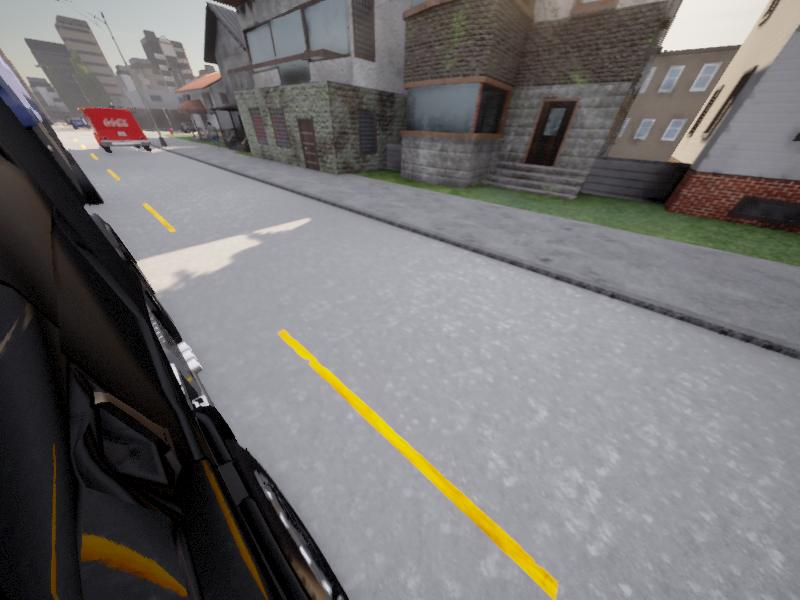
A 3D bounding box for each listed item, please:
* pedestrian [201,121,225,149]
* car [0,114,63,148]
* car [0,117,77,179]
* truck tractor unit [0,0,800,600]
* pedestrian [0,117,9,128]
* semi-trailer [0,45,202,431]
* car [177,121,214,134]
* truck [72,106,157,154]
[{"bbox_3d":[-15.310,-13.514,18.960,0.751,1.860,0.751,30,45,31],"label":"pedestrian"},{"bbox_3d":[-28.397,-13.085,17.840,3.866,1.878,1.905,29,44,29],"label":"car"},{"bbox_3d":[-16.669,-6.850,10.229,4.605,1.855,1.932,29,44,30],"label":"car"},{"bbox_3d":[-2.645,-0.295,0.351,6.516,4.208,3.053,28,44,30],"label":"truck tractor unit"},{"bbox_3d":[-53.958,-24.135,30.911,0.751,1.860,0.751,29,44,31],"label":"pedestrian"},{"bbox_3d":[-8.701,-3.593,4.237,14.254,4.402,2.717,28,44,30],"label":"semi-trailer"},{"bbox_3d":[-33.607,-28.379,38.105,1.851,1.617,3.988,28,44,30],"label":"car"},{"bbox_3d":[-20.880,-12.446,16.932,5.204,2.467,2.627,28,44,30],"label":"truck"}]
